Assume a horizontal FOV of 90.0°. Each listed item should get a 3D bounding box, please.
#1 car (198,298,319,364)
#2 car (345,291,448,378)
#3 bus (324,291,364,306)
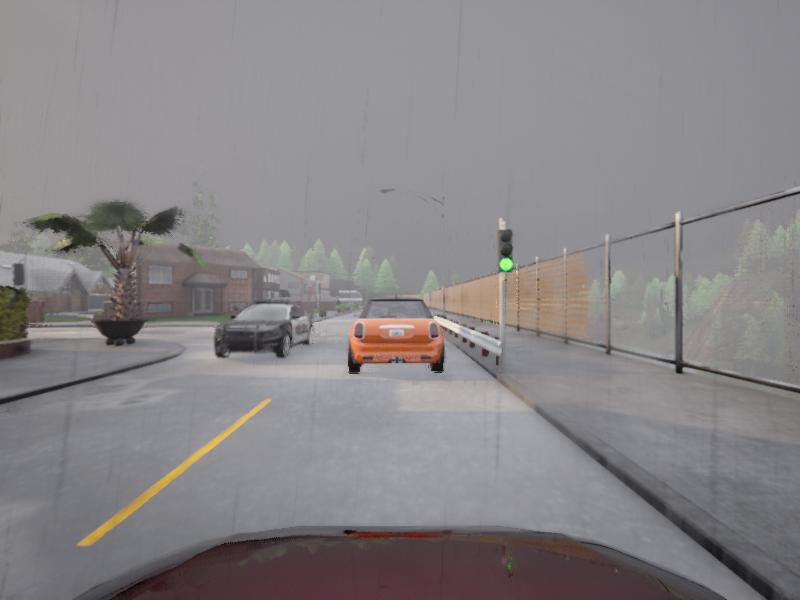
[{"bbox_3d":[-4.039,0.788,12.519,1.930,1.638,5.238,0,0,0],"label":"car"},{"bbox_3d":[-0.146,0.708,10.430,2.097,1.767,4.553,0,0,-2],"label":"car"},{"bbox_3d":[-15.056,-0.394,108.652,10.273,4.253,3.944,0,0,0],"label":"bus"}]
